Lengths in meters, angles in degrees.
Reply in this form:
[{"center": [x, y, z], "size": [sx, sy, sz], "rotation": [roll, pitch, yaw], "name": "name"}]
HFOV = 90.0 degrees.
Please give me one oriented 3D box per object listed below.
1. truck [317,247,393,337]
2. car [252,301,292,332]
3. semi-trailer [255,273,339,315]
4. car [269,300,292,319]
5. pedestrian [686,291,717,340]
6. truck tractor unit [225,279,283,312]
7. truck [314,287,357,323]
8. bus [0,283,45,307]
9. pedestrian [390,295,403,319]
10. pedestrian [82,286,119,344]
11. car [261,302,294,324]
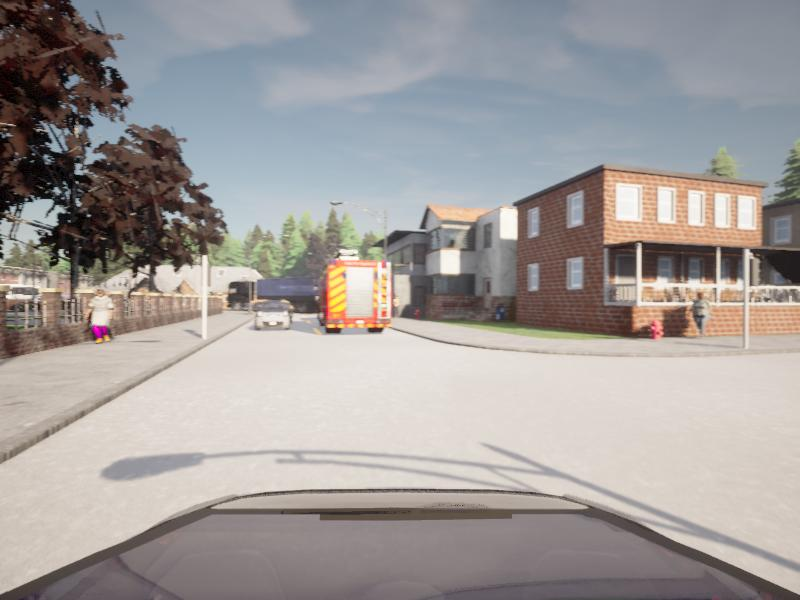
[{"center": [-2.792, -0.327, 21.509], "size": [2.891, 3.827, 8.468], "rotation": [0, 0, -15], "name": "truck"}, {"center": [-6.726, 0.804, 21.159], "size": [1.845, 1.501, 3.633], "rotation": [0, 0, -17], "name": "car"}, {"center": [-12.806, -0.667, 47.987], "size": [14.254, 4.402, 2.717], "rotation": [0, -1, 44], "name": "semi-trailer"}, {"center": [-10.583, 0.765, 35.757], "size": [1.801, 1.575, 5.366], "rotation": [0, 0, -15], "name": "car"}, {"center": [11.703, 0.581, 15.541], "size": [0.751, 1.860, 0.751], "rotation": [0, 0, -32], "name": "pedestrian"}, {"center": [-19.013, -0.592, 52.324], "size": [6.516, 4.208, 3.053], "rotation": [0, 0, 5], "name": "truck tractor unit"}, {"center": [-4.961, 0.345, 30.218], "size": [2.627, 2.467, 5.204], "rotation": [0, 0, -16], "name": "truck"}, {"center": [-73.006, -0.835, 76.187], "size": [3.944, 4.253, 10.273], "rotation": [0, 0, -15], "name": "bus"}, {"center": [-0.284, 0.541, 31.332], "size": [0.751, 1.860, 0.751], "rotation": [0, 0, -24], "name": "pedestrian"}, {"center": [-9.936, 0.493, 13.299], "size": [0.751, 1.860, 0.751], "rotation": [0, 0, -16], "name": "pedestrian"}, {"center": [-8.726, 0.865, 28.637], "size": [2.033, 1.411, 5.357], "rotation": [0, 0, -16], "name": "car"}]
